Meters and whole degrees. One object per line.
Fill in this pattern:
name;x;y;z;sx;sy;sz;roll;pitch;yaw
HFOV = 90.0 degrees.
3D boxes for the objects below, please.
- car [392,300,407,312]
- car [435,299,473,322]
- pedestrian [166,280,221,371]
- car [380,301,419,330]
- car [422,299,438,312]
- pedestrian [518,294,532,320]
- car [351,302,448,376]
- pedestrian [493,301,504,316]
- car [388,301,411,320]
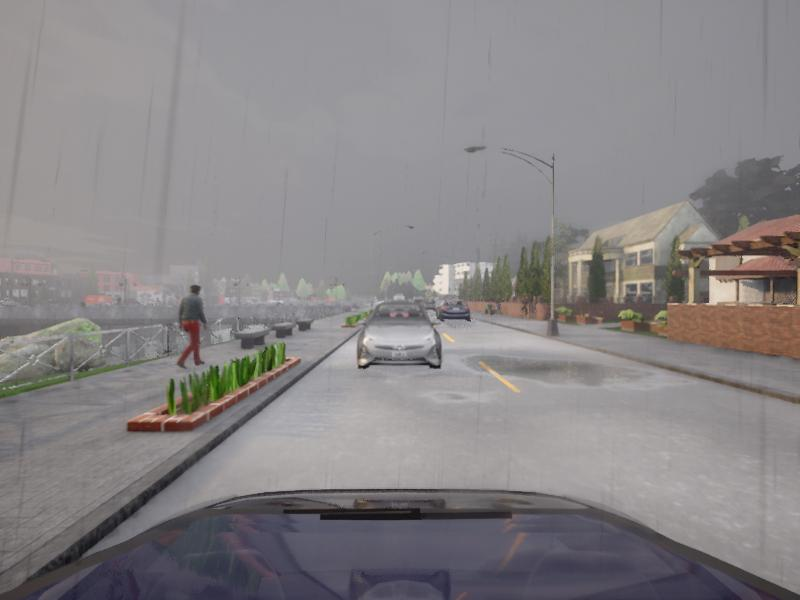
car;-0.075;0.778;52.377;1.882;1.535;5.008;0;0;0
car;3.953;0.730;30.291;2.242;1.667;4.611;0;0;0
pedestrian;-4.481;0.525;8.704;0.751;1.860;0.751;0;0;19
car;-0.033;0.808;23.196;2.007;1.525;4.514;0;0;0
car;3.925;0.742;53.606;1.851;1.617;3.988;0;0;0
pedestrian;9.038;0.508;29.045;0.751;1.860;0.751;0;0;-4
car;-0.016;0.819;10.565;2.007;1.525;4.514;0;0;0
pedestrian;9.174;0.781;37.248;0.751;1.300;0.751;0;0;-2
car;-0.045;0.826;32.794;1.816;1.474;4.193;0;0;0
